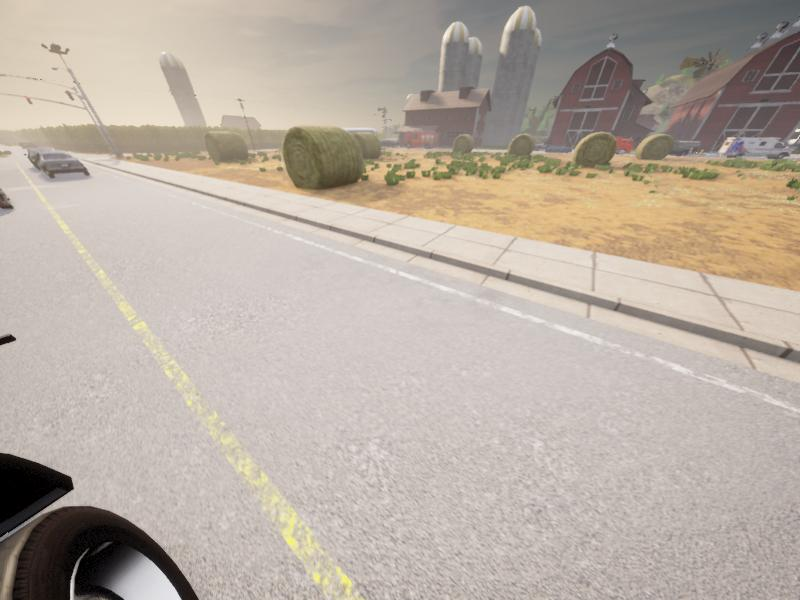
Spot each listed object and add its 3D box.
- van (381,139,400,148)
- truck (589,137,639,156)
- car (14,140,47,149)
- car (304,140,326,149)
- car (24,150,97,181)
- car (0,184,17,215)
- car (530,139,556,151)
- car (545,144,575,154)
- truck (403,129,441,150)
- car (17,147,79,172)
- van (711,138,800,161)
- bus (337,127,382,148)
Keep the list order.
[{"bbox_3d":[-2.400,-40.604,59.863,4.480,2.038,2.069,20,40,25],"label":"van"},{"bbox_3d":[34.944,-25.307,37.974,5.204,2.467,2.627,19,39,25],"label":"truck"},{"bbox_3d":[-80.569,-33.982,50.512,2.163,1.488,4.792,-22,41,-28],"label":"car"},{"bbox_3d":[-20.564,-37.738,55.940,2.097,1.767,4.553,20,40,26],"label":"car"},{"bbox_3d":[-23.422,-9.387,15.914,5.357,1.411,2.033,22,41,28],"label":"car"},{"bbox_3d":[-16.063,-3.931,8.226,4.181,1.385,1.994,22,41,28],"label":"car"},{"bbox_3d":[29.669,-32.208,47.980,3.866,1.878,1.905,-8,42,-8],"label":"car"},{"bbox_3d":[28.633,-27.079,41.381,4.181,1.385,1.994,19,40,25],"label":"car"},{"bbox_3d":[5.085,-38.705,55.662,8.468,3.827,2.891,19,39,25],"label":"truck"},{"bbox_3d":[-29.461,-11.873,19.335,4.792,1.488,2.163,22,41,28],"label":"car"},{"bbox_3d":[48.325,-20.592,31.391,6.366,2.431,2.351,19,39,25],"label":"van"},{"bbox_3d":[-10.214,-41.772,59.565,10.273,4.253,3.944,2,35,3],"label":"bus"}]
